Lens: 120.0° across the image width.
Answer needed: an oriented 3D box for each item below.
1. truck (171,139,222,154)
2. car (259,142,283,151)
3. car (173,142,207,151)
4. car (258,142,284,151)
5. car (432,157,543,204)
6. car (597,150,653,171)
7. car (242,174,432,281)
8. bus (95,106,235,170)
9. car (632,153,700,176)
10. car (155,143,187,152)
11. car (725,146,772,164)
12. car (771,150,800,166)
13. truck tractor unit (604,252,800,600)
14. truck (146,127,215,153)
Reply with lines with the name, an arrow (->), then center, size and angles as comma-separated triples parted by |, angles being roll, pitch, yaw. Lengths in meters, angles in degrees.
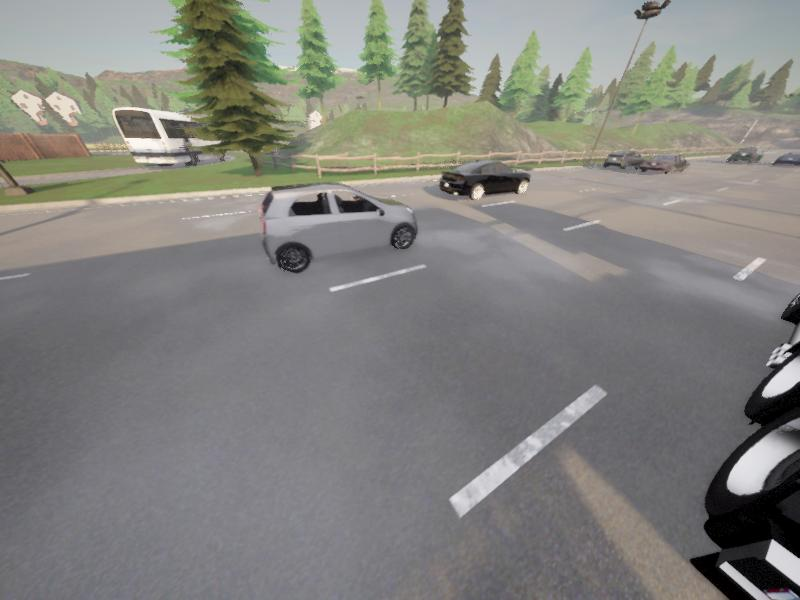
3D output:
truck -> -36.275, -27.566, 41.511 | 6.274, 2.098, 2.390 | -17, 38, -23
car -> -30.253, -36.041, 54.239 | 4.611, 1.667, 2.242 | -17, 38, -23
car -> -45.725, -33.551, 50.484 | 4.974, 1.542, 2.038 | -17, 38, -23
car -> -28.764, -34.277, 51.597 | 4.611, 1.667, 2.242 | -17, 38, -23
car -> 4.232, -5.955, 11.257 | 5.008, 1.535, 1.882 | -17, 38, -24
car -> 22.076, -13.797, 22.689 | 4.514, 1.525, 2.007 | -17, 39, -24
car -> -1.336, -1.933, 5.433 | 3.633, 1.501, 1.845 | -17, 38, -24
bus -> -21.920, -16.081, 23.225 | 3.944, 4.253, 10.273 | -3, 35, -6
car -> 22.769, -11.675, 19.758 | 5.357, 1.411, 2.033 | -17, 39, -24
car -> -46.365, -30.990, 46.972 | 4.181, 1.385, 1.994 | -17, 38, -23
car -> 44.723, -18.686, 29.667 | 4.553, 1.767, 2.097 | -17, 39, -24
car -> 47.001, -16.937, 27.545 | 4.181, 1.385, 1.994 | -17, 39, -24
truck tractor unit -> 5.089, -0.321, 0.814 | 6.516, 4.208, 3.053 | -19, 39, -25
truck -> -42.140, -31.023, 44.916 | 8.468, 3.827, 2.891 | -17, 38, -23
